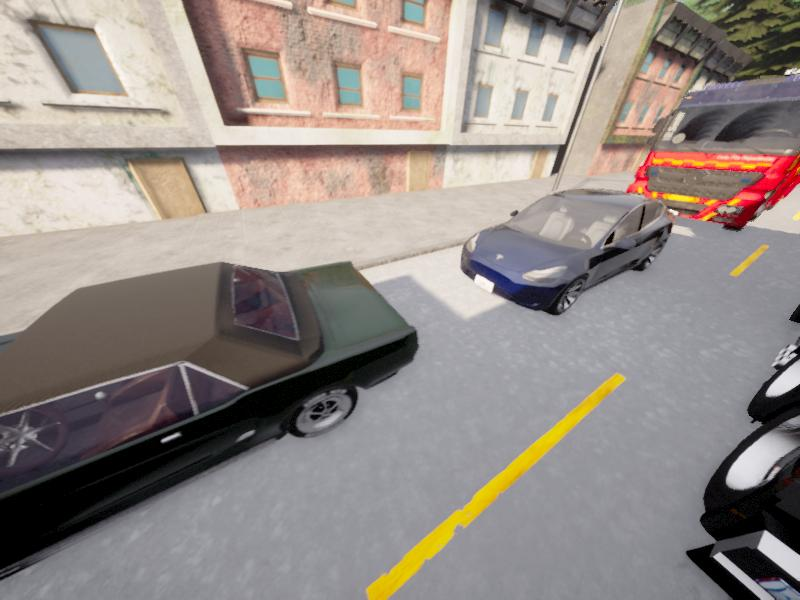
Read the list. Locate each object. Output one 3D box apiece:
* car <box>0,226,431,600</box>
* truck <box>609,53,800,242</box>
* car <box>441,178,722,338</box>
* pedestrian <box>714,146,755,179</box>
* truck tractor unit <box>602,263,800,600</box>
[{"bbox_3d":[-2.266,0.668,1.891,4.718,1.301,1.895,-18,39,-25],"label":"car"},{"bbox_3d":[11.974,-5.091,8.055,8.468,3.827,2.891,-19,39,-25],"label":"truck"},{"bbox_3d":[3.463,-1.283,4.574,4.792,1.488,2.163,-18,39,-24],"label":"car"},{"bbox_3d":[22.634,-9.296,15.671,0.751,1.860,0.751,-24,42,-30],"label":"pedestrian"},{"bbox_3d":[5.107,-0.305,0.781,6.516,4.208,3.053,-18,39,-24],"label":"truck tractor unit"}]
